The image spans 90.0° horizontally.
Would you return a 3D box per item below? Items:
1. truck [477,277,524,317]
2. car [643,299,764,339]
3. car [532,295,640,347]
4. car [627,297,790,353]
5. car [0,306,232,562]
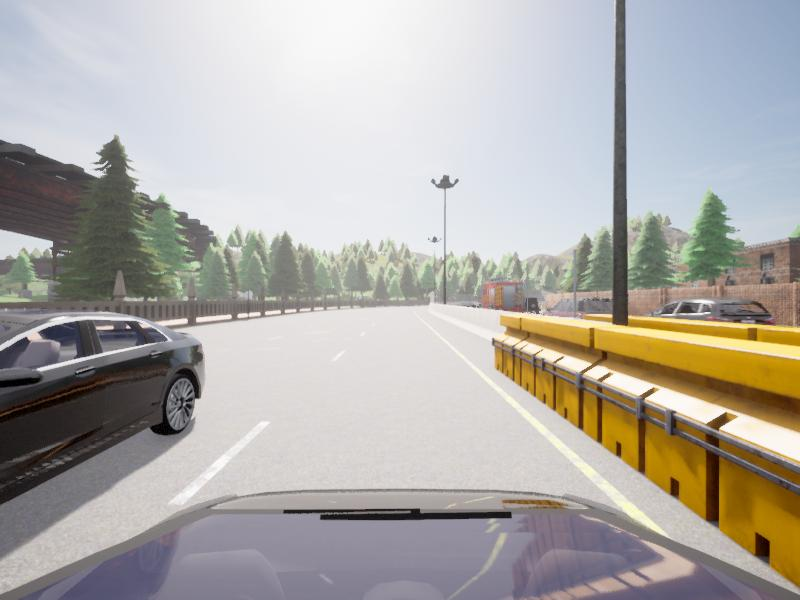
[{"bbox_3d":[10.516,-0.312,42.657,2.891,3.827,8.468,0,0,0],"label":"truck"},{"bbox_3d":[14.001,0.782,18.909,2.033,1.649,4.856,0,0,0],"label":"car"},{"bbox_3d":[7.002,0.698,15.700,2.097,1.767,4.553,0,0,0],"label":"car"},{"bbox_3d":[10.499,0.759,14.232,2.242,1.667,4.611,0,0,0],"label":"car"},{"bbox_3d":[-3.500,0.837,3.363,2.128,1.511,4.902,0,0,0],"label":"car"}]
